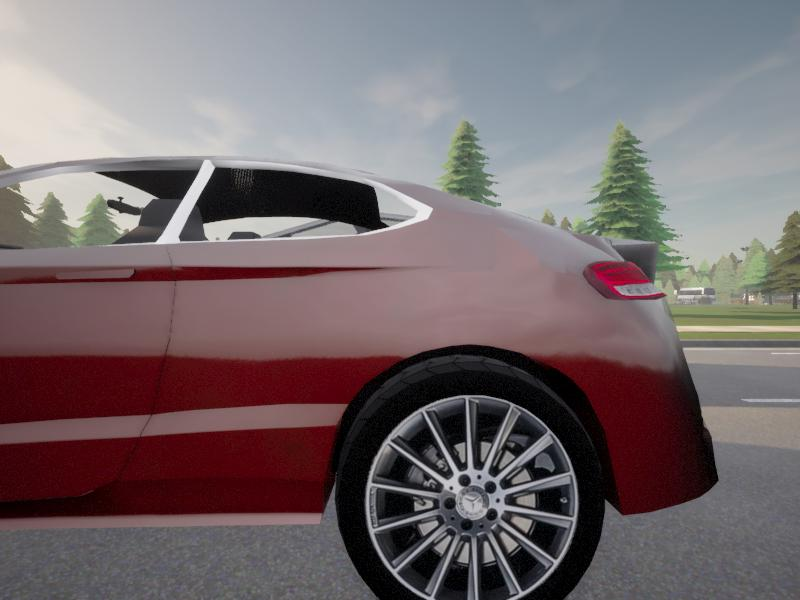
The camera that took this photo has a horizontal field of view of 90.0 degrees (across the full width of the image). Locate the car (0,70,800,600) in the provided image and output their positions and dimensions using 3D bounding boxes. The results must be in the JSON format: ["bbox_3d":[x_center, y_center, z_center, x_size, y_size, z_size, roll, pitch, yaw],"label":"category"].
[{"bbox_3d":[-1.307,0.179,2.200,5.027,1.651,2.152,0,0,0],"label":"car"}]

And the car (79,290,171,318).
[{"bbox_3d":[-16.337,0.221,24.176,2.128,1.511,4.902,0,0,1],"label":"car"}]

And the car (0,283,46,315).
[{"bbox_3d":[-26.812,-0.056,26.262,2.150,2.045,5.566,0,0,1],"label":"car"}]

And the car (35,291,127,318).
[{"bbox_3d":[-19.824,0.224,25.213,1.837,1.490,4.892,0,1,1],"label":"car"}]

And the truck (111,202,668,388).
[{"bbox_3d":[-0.117,-0.058,5.701,6.274,2.098,2.390,0,0,0],"label":"truck"}]

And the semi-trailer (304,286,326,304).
[{"bbox_3d":[-22.317,-1.241,105.695,2.717,4.402,14.254,0,0,1],"label":"semi-trailer"}]
